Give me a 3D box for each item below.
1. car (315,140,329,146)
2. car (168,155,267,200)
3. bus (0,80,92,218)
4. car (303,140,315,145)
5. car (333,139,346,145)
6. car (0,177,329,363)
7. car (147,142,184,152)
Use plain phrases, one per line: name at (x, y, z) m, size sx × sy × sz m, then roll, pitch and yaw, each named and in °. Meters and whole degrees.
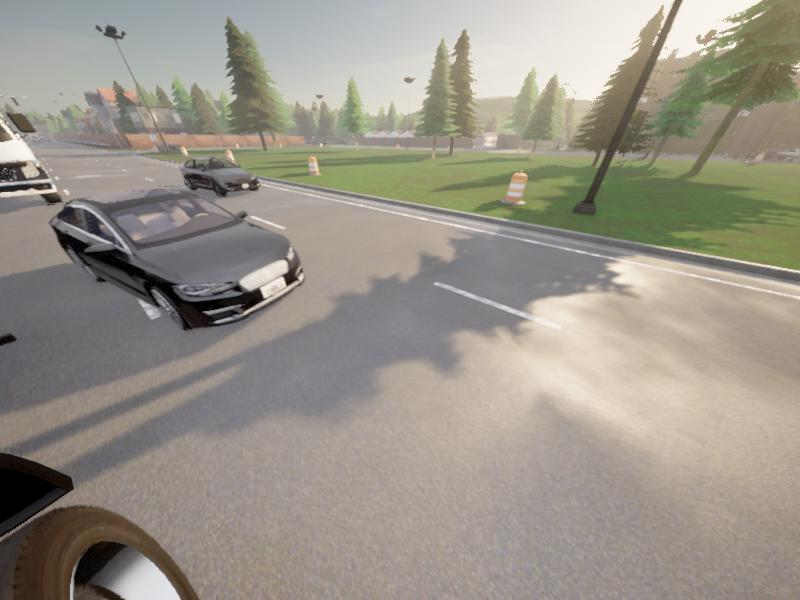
car at (-28.115, -56.807, 83.466) m, size 4.902 × 1.511 × 2.128 m, roll 24°, pitch 41°, yaw 30°
car at (-8.781, -6.034, 11.167) m, size 4.193 × 1.474 × 1.816 m, roll 19°, pitch 39°, yaw 25°
bus at (-17.284, -6.291, 9.014) m, size 10.273 × 4.253 × 3.944 m, roll 24°, pitch 41°, yaw 30°
car at (-32.588, -56.241, 82.648) m, size 3.806 × 1.475 × 1.970 m, roll 24°, pitch 41°, yaw 30°
car at (-22.399, -58.441, 85.490) m, size 4.605 × 1.855 × 1.932 m, roll 24°, pitch 41°, yaw 30°
car at (-4.001, -1.032, 4.052) m, size 4.902 × 1.511 × 2.128 m, roll 16°, pitch 38°, yaw 21°
car at (-41.628, -27.283, 41.114) m, size 1.970 × 1.475 × 3.806 m, roll 12°, pitch 37°, yaw 17°
